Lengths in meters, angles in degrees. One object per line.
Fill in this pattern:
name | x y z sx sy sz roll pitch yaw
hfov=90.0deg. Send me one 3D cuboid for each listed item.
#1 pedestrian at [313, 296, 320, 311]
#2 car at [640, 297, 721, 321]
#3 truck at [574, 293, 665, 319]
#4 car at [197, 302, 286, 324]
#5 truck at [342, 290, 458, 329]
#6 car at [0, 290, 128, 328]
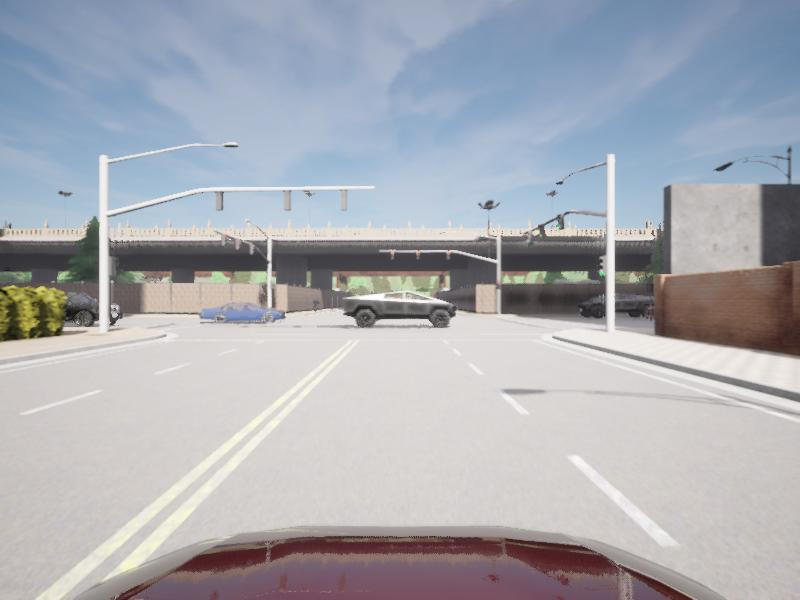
pedestrian | -10.915 0.476 52.062 0.751 1.860 0.751 0 0 1
car | 20.796 0.634 29.778 4.553 1.767 2.097 0 0 0
truck | 18.156 0.481 33.280 6.274 2.098 2.390 0 0 0
car | -10.593 0.862 27.134 5.357 1.411 2.033 0 0 -12
truck | 0.009 0.513 22.790 6.274 2.098 2.390 0 0 0
car | -19.012 0.510 22.800 5.566 2.045 2.150 0 0 0
